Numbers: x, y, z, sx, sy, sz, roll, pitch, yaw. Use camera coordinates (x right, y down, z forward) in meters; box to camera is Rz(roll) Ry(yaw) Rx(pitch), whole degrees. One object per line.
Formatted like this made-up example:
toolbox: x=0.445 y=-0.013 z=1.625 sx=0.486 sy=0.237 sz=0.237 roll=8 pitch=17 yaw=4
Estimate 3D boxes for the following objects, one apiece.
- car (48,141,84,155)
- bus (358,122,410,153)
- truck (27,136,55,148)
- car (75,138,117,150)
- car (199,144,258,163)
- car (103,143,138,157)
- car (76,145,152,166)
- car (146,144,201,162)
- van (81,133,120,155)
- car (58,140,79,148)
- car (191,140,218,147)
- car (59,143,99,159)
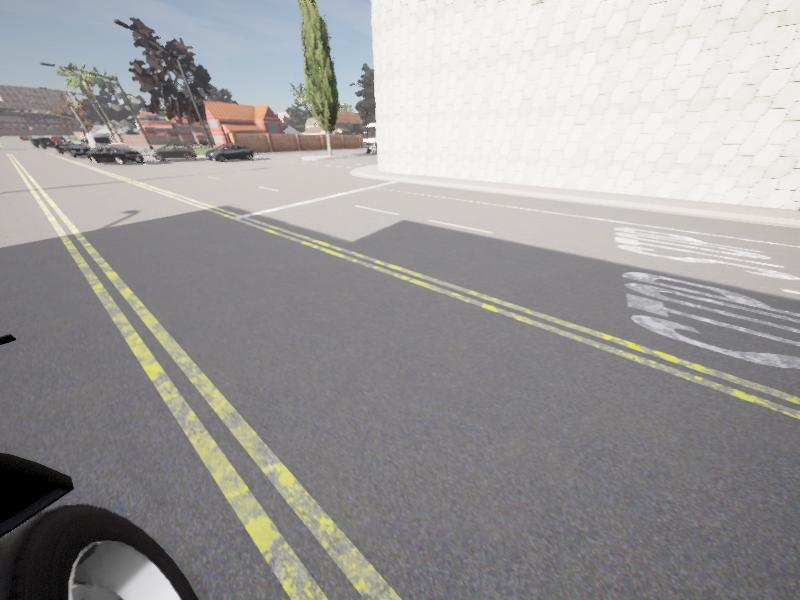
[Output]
car: x=-49.336 y=-22.471 z=34.127 sx=4.902 sy=1.511 sz=2.128 roll=22 pitch=41 yaw=28
bus: x=-2.595 y=-30.025 z=42.821 sx=3.944 sy=4.253 sz=10.273 roll=22 pitch=41 yaw=27
truck: x=-79.357 y=-34.967 z=51.047 sx=6.274 sy=2.098 sz=2.390 roll=22 pitch=41 yaw=28
car: x=-61.847 y=-31.948 z=47.165 sx=1.932 sy=1.855 sz=4.605 roll=3 pitch=35 yaw=3
car: x=-18.391 y=-15.927 z=25.056 sx=2.007 sy=1.525 sz=4.514 roll=23 pitch=41 yaw=29
car: x=-37.181 y=-19.995 z=30.733 sx=3.806 sy=1.475 sz=1.970 roll=22 pitch=40 yaw=28
car: x=-27.198 y=-13.847 z=22.068 sx=4.892 sy=1.490 sz=1.837 roll=6 pitch=37 yaw=8
car: x=-24.444 y=-16.020 z=25.121 sx=3.705 sy=1.549 sz=1.789 roll=-13 pitch=39 yaw=-19
van: x=-45.714 y=-23.873 z=35.252 sx=5.915 sy=2.561 sz=1.988 roll=22 pitch=41 yaw=28
car: x=-75.331 y=-35.486 z=52.457 sx=3.806 sy=1.475 sz=1.970 roll=22 pitch=41 yaw=28
car: x=-51.762 y=-41.551 z=61.208 sx=1.837 sy=1.490 sz=4.892 roll=21 pitch=40 yaw=27
car: x=-40.376 y=-18.758 z=29.025 sx=5.357 sy=1.411 sz=2.033 roll=22 pitch=41 yaw=28
